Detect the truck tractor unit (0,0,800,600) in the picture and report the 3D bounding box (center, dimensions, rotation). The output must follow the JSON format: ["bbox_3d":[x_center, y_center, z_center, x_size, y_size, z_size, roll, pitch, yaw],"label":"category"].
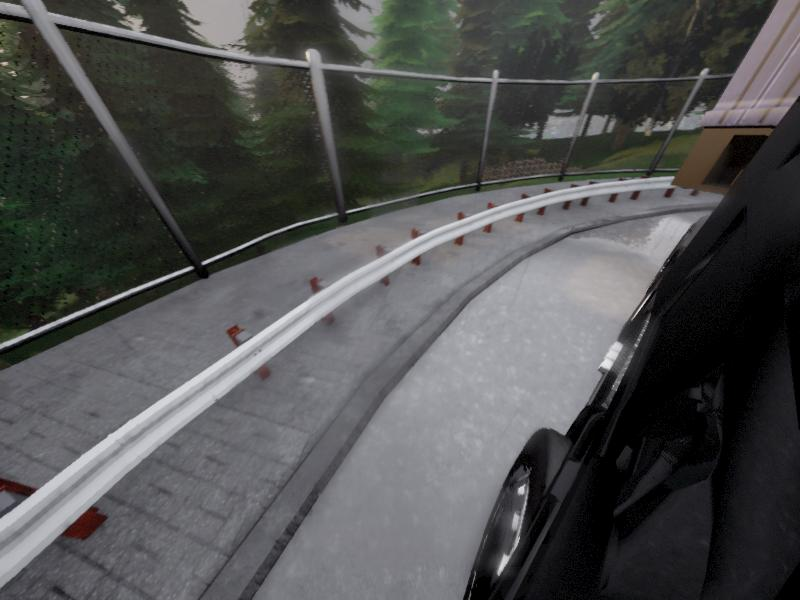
[{"bbox_3d":[2.645,-0.295,0.352,6.516,4.208,3.053,-28,44,-30],"label":"truck tractor unit"}]

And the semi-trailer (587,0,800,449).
[{"bbox_3d":[10.016,-1.927,1.938,14.254,4.402,2.717,-7,37,-7],"label":"semi-trailer"}]
